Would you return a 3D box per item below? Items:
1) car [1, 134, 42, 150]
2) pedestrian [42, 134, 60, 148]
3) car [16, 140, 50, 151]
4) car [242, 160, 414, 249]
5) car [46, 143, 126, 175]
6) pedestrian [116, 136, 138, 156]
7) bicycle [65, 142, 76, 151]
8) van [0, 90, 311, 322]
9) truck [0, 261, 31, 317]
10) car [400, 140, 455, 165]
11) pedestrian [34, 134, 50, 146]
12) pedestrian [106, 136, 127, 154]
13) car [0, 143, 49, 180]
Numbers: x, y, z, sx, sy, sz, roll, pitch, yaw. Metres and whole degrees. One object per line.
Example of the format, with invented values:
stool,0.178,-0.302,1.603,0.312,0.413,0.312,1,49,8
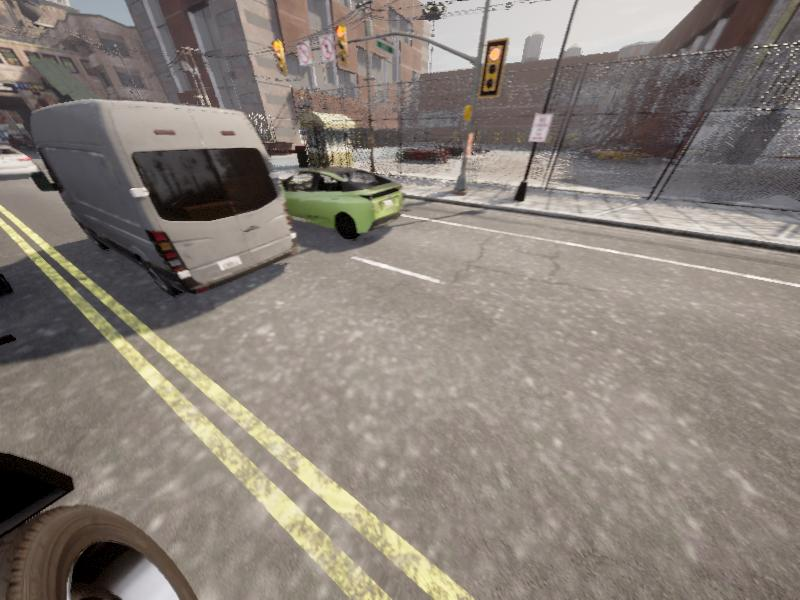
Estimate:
car,-64.440,-26.968,39.325,5.566,2.045,2.435,19,39,24
pedestrian,-60.339,-27.488,39.950,0.751,1.860,0.751,19,39,24
car,-58.039,-24.492,36.546,4.718,1.301,1.895,19,39,24
car,-2.095,-3.049,6.819,4.514,1.525,2.007,20,40,25
car,-22.426,-10.180,16.535,4.856,1.649,2.033,19,40,24
pedestrian,-30.566,-17.247,25.875,0.751,1.860,0.751,20,40,25
bicycle,-47.340,-22.034,33.165,1.643,1.024,0.373,19,29,24
van,-4.891,-2.110,4.599,5.915,2.561,1.988,20,40,25
truck,-9.153,-1.084,3.490,6.274,2.098,2.390,19,39,24
car,2.548,-14.145,22.060,4.553,1.767,2.185,19,39,24
pedestrian,-71.349,-31.891,46.020,0.751,1.860,0.751,14,38,18
pedestrian,-34.446,-18.850,28.086,0.751,1.860,0.751,17,39,22
car,-24.871,-8.683,14.370,4.611,1.667,2.242,19,39,24
